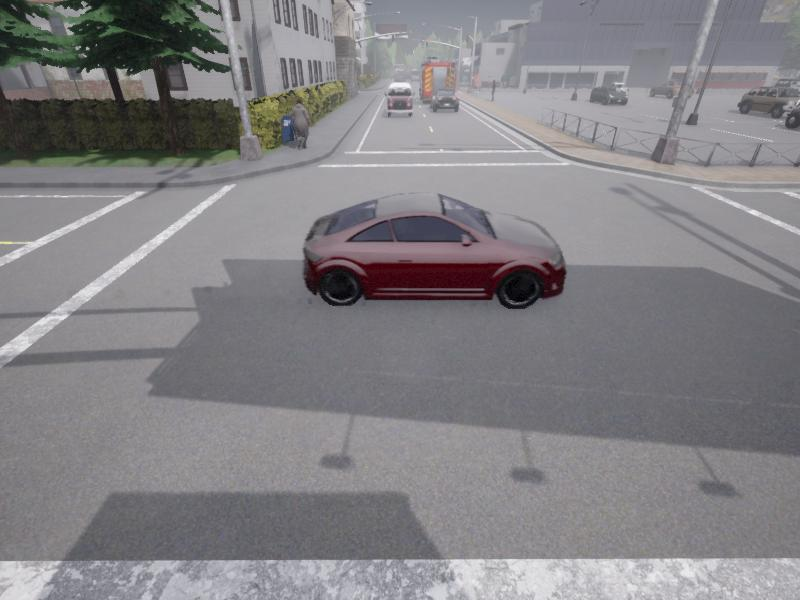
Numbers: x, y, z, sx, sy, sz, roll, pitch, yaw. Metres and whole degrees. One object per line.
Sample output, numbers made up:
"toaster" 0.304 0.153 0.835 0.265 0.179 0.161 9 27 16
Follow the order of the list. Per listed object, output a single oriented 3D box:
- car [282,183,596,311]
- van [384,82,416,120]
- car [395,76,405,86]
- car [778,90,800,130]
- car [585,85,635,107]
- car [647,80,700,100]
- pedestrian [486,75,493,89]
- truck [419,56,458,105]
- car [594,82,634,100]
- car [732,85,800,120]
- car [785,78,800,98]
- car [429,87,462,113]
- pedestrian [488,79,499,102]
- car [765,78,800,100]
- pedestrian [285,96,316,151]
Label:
"car" 0.518 -0.947 6.534 4.181 1.385 1.994 0 31 0
"van" -0.004 -13.898 27.796 2.069 2.038 4.480 0 30 0
"car" 0.003 -40.262 73.483 1.837 1.490 4.892 0 30 0
"car" 22.620 -9.743 20.762 1.905 1.878 3.866 0 30 0
"car" 18.919 -18.562 36.305 2.007 1.523 4.514 0 30 0
"car" 28.981 -22.417 42.621 2.152 1.636 5.027 0 30 0
"pedestrian" 13.914 -33.984 62.373 0.751 1.860 0.751 4 31 7
"truck" 3.503 -21.376 38.836 2.891 3.827 8.468 0 30 0
"car" 22.564 -22.178 42.367 1.970 1.475 3.806 0 30 0
"car" 25.886 -13.696 27.574 1.932 1.855 4.605 0 30 0
"car" 44.679 -22.694 42.984 1.932 1.855 4.605 0 30 0
"car" 3.496 -15.889 31.713 2.038 1.542 4.974 0 30 0
"pedestrian" 8.855 -19.878 37.936 0.751 1.860 0.751 10 32 16
"car" 41.775 -22.500 42.611 1.905 1.878 3.866 0 30 0
"pedestrian" -3.863 -6.896 15.634 0.751 1.860 0.751 4 31 7
